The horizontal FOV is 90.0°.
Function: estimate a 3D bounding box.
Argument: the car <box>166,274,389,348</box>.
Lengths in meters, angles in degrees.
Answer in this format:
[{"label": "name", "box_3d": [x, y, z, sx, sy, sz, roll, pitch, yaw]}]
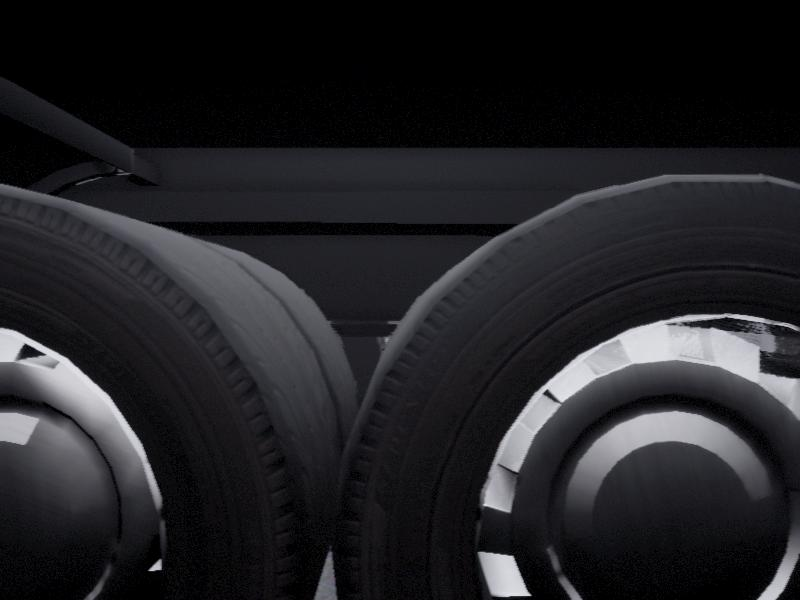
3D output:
[{"label": "car", "box_3d": [-2.538, 0.228, 9.199, 4.514, 1.525, 2.007, 0, 0, 0]}]

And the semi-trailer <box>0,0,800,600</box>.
[{"label": "semi-trailer", "box_3d": [-2.094, -1.219, 1.902, 14.254, 4.402, 2.717, 0, 0, 1]}]

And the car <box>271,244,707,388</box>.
[{"label": "car", "box_3d": [1.028, 0.180, 5.699, 5.027, 1.651, 2.152, 0, 0, 0]}]
